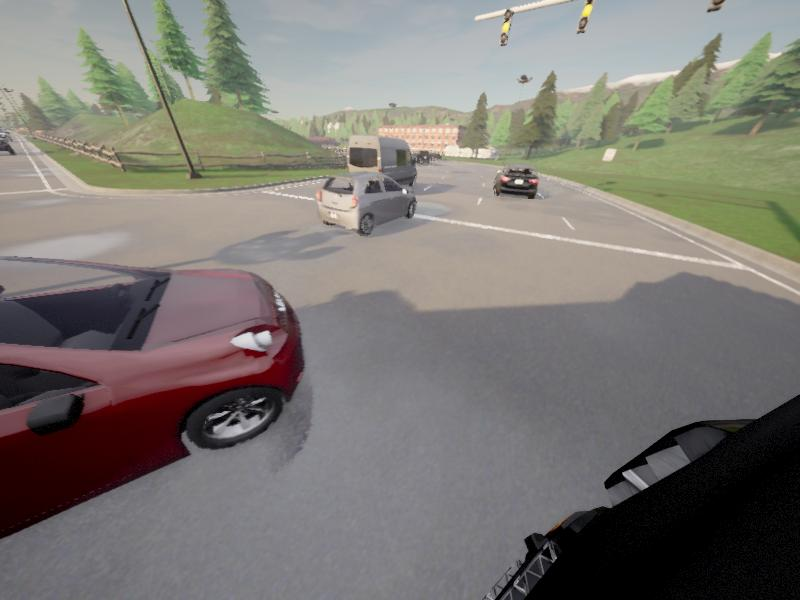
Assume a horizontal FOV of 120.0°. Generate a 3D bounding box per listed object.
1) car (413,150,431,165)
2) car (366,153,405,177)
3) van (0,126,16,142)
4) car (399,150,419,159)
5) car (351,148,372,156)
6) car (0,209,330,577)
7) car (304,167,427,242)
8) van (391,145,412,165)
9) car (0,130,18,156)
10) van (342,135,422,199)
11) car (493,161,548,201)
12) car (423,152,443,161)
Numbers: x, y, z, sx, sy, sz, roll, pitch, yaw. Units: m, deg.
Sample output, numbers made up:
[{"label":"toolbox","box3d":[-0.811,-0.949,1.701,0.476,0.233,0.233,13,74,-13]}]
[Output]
[{"label":"car","box3d":[3.562,-23.408,37.846,1.905,1.878,3.866,-3,34,-10]},{"label":"car","box3d":[-1.215,-12.709,21.571,1.930,1.638,5.238,11,34,12]},{"label":"van","box3d":[-74.758,-31.008,43.047,6.366,2.431,2.351,24,39,29]},{"label":"car","box3d":[2.110,-34.889,55.411,2.128,1.511,4.902,-19,39,-30]},{"label":"car","box3d":[-9.735,-37.076,57.936,5.357,1.411,2.033,27,41,32]},{"label":"car","box3d":[-2.670,0.503,1.625,3.633,1.501,1.845,-17,39,-27]},{"label":"car","box3d":[-0.865,-3.340,7.558,1.845,1.501,3.633,22,38,25]},{"label":"van","box3d":[0.106,-23.349,37.015,2.351,2.431,6.366,-3,34,-9]},{"label":"car","box3d":[-39.506,-15.227,22.180,5.566,2.045,2.150,24,39,29]},{"label":"van","box3d":[-0.696,-7.825,13.427,1.988,2.561,5.915,15,35,17]},{"label":"car","box3d":[7.240,-7.607,14.470,2.242,1.667,4.611,12,35,13]},{"label":"car","box3d":[7.635,-33.459,53.676,1.837,1.490,4.892,-15,37,-26]}]
